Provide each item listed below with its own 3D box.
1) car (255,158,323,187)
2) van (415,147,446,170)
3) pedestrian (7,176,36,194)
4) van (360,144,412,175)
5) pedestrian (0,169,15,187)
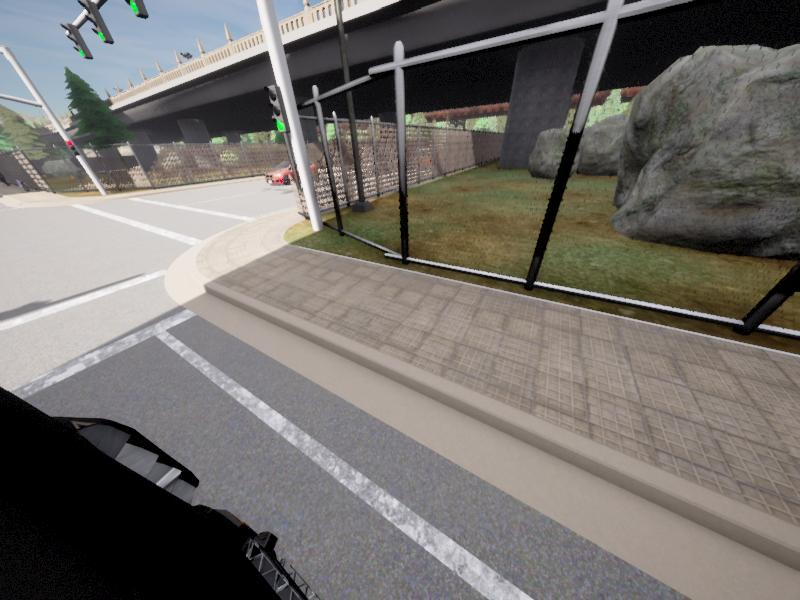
[{"bbox_3d":[-9.229,-10.956,19.739,2.242,1.667,4.611,16,38,26],"label":"car"},{"bbox_3d":[3.527,-16.005,26.074,1.775,1.987,4.442,16,38,26],"label":"van"},{"bbox_3d":[-32.779,-10.007,20.038,0.751,1.300,0.751,22,41,32],"label":"pedestrian"},{"bbox_3d":[-1.264,-15.304,24.988,2.351,2.431,6.366,16,38,26],"label":"van"},{"bbox_3d":[-46.890,-14.393,27.221,0.751,1.860,0.751,20,40,31],"label":"pedestrian"}]
